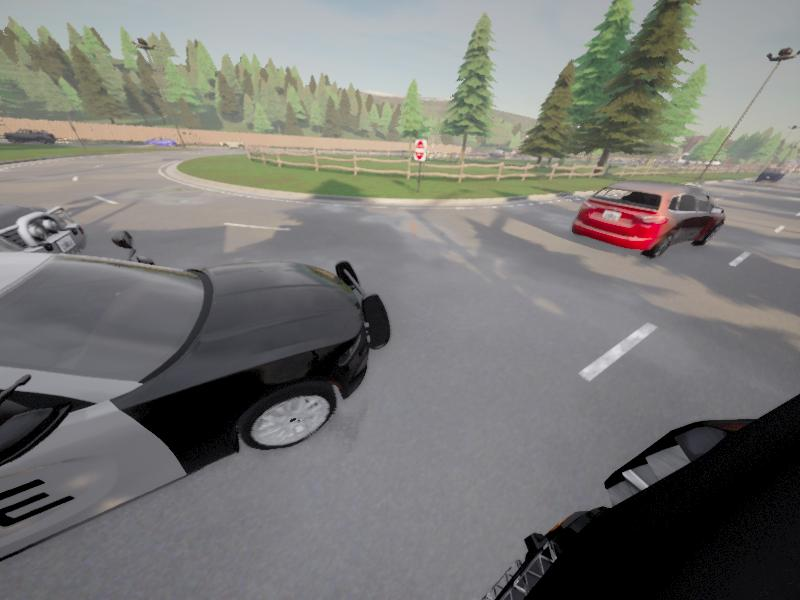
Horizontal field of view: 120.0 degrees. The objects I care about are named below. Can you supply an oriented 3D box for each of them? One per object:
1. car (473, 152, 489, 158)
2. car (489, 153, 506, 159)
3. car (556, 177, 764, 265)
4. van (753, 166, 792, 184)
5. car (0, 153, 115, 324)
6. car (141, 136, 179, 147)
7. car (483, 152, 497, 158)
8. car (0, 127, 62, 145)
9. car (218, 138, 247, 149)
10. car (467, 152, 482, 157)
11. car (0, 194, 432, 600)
[{"bbox_3d":[27.653,-49.559,78.789,4.792,1.488,2.163,-16,38,-26],"label":"car"},{"bbox_3d":[31.189,-46.044,73.878,5.357,1.411,2.033,-16,38,-26],"label":"car"},{"bbox_3d":[7.564,-2.606,6.910,4.611,1.667,2.242,-12,37,-21],"label":"car"},{"bbox_3d":[52.590,-17.634,32.602,4.442,1.987,1.775,-16,38,-26],"label":"van"},{"bbox_3d":[-7.214,-0.538,2.462,4.605,1.855,1.932,-15,38,-28],"label":"car"},{"bbox_3d":[-46.250,-30.566,44.652,4.514,1.525,2.007,-16,38,-26],"label":"car"},{"bbox_3d":[29.810,-47.950,76.508,3.988,1.617,1.851,-16,38,-26],"label":"car"},{"bbox_3d":[-54.165,-23.958,33.786,4.605,1.855,1.932,-16,38,-26],"label":"car"},{"bbox_3d":[-35.994,-33.686,49.736,4.605,1.855,1.932,-16,38,-26],"label":"car"},{"bbox_3d":[26.266,-51.342,81.498,4.718,1.301,1.895,-16,38,-26],"label":"car"},{"bbox_3d":[-2.570,0.471,1.547,5.238,1.638,1.930,-16,38,-26],"label":"car"}]
